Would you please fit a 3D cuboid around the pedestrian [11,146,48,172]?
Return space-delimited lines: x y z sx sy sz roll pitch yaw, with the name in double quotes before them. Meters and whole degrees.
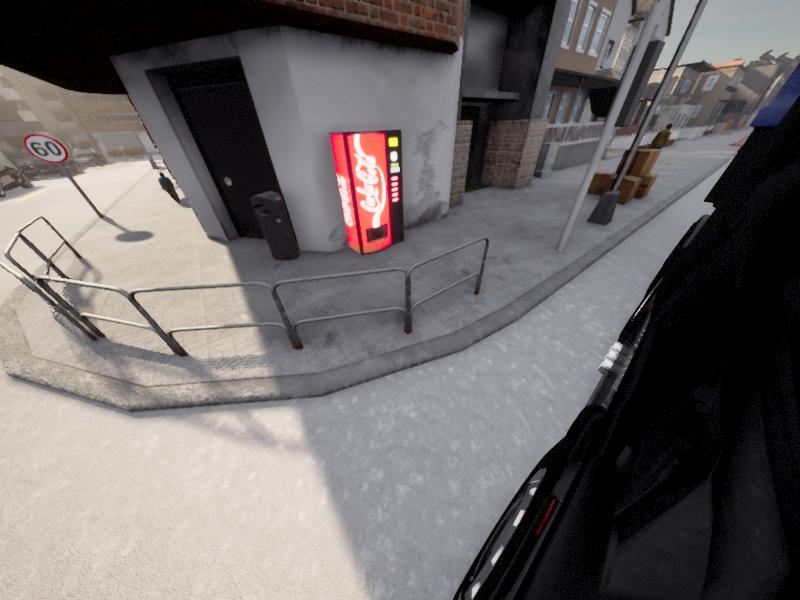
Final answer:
"pedestrian" -32.549 -12.425 20.347 0.751 1.860 0.751 -31 45 -33

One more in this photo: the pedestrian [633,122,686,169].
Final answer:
"pedestrian" 12.659 -7.566 11.348 0.751 1.860 0.751 -11 37 -12

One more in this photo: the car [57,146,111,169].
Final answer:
"car" -33.788 -15.465 24.923 2.033 1.649 4.856 -25 42 -27

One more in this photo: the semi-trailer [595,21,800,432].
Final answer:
"semi-trailer" 8.877 -3.456 4.075 14.254 4.402 2.717 -26 43 -28

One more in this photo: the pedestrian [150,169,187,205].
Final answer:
"pedestrian" -8.644 -4.242 8.644 0.500 1.100 0.500 29 47 35

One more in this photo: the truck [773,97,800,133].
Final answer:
"truck" 57.002 -26.141 32.561 8.468 3.827 2.891 -25 42 -28

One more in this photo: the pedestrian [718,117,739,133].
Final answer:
"pedestrian" 46.408 -24.722 32.654 0.751 1.860 0.751 -19 40 -22

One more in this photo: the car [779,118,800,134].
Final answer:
"car" 50.444 -22.083 29.349 3.705 1.549 1.789 -26 42 -28

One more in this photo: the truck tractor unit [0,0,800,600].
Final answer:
"truck tractor unit" 2.645 -0.295 0.352 6.516 4.208 3.053 -28 44 -30

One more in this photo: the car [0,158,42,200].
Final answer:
"car" -21.857 -6.237 11.959 2.163 1.488 4.792 -25 42 -28

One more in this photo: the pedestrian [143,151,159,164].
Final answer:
"pedestrian" -26.002 -14.877 24.113 0.500 1.100 0.500 8 38 14

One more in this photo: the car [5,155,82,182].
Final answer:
"car" -27.329 -10.350 17.957 1.895 1.301 4.718 -25 42 -28

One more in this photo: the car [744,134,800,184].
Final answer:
"car" 16.549 -5.893 9.509 4.181 1.385 1.994 -25 42 -28

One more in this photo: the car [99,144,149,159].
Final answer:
"car" -40.988 -22.231 34.517 1.882 1.535 5.008 -5 36 -3
